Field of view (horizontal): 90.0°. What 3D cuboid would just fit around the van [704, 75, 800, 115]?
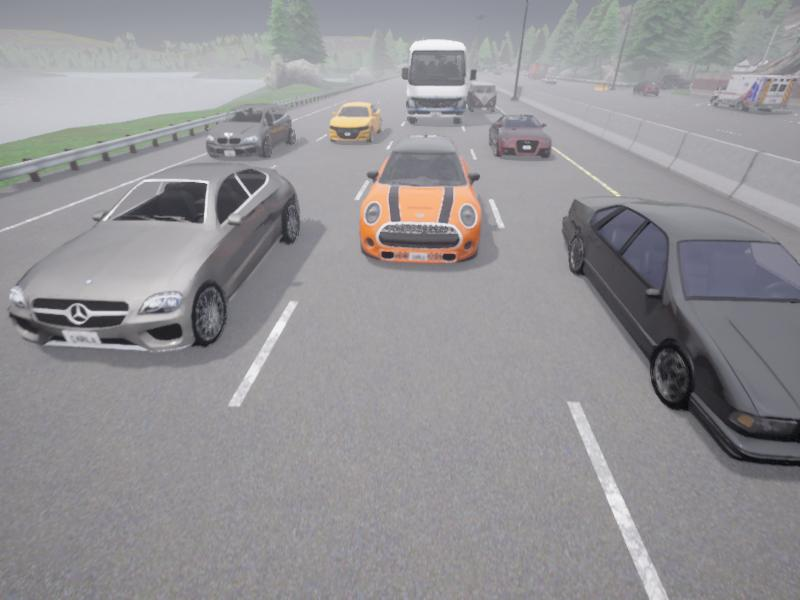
[{"bbox_3d":[27.325,-16.209,31.366,2.351,2.431,6.366,3,31,4],"label":"van"}]

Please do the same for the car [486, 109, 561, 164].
[{"bbox_3d":[4.710,-6.615,15.929,1.994,1.385,4.181,3,31,4],"label":"car"}]

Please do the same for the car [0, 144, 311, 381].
[{"bbox_3d":[-3.206,-1.122,6.269,2.152,1.651,5.027,2,31,4],"label":"car"}]

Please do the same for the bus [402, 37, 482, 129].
[{"bbox_3d":[2.444,-13.871,25.444,3.944,4.253,10.273,2,30,4],"label":"bus"}]

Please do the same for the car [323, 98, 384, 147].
[{"bbox_3d":[-2.012,-8.515,18.967,1.882,1.535,5.008,3,31,4],"label":"car"}]

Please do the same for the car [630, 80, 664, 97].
[{"bbox_3d":[28.822,-24.783,46.855,1.789,1.549,3.705,3,30,4],"label":"car"}]

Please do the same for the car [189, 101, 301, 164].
[{"bbox_3d":[-5.825,-6.779,15.850,2.242,1.667,4.611,3,31,4],"label":"car"}]

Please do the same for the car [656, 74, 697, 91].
[{"bbox_3d":[38.166,-30.070,55.245,3.866,1.878,1.905,-1,30,2],"label":"car"}]

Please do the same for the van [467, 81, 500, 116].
[{"bbox_3d":[6.067,-14.984,29.599,1.775,1.987,4.442,3,30,4],"label":"van"}]

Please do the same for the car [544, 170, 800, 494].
[{"bbox_3d":[3.713,-0.356,5.226,2.033,1.411,5.357,2,31,3],"label":"car"}]

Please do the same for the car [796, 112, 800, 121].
[{"bbox_3d":[26.525,-11.050,23.444,1.882,1.535,5.008,3,31,4],"label":"car"}]

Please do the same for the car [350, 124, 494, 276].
[{"bbox_3d":[0.475,-2.360,8.229,2.097,1.767,4.553,2,31,4],"label":"car"}]
